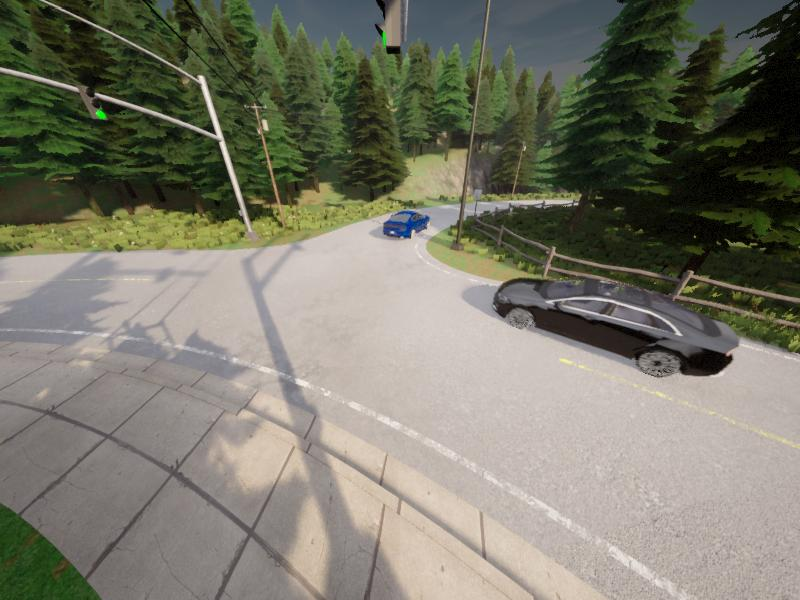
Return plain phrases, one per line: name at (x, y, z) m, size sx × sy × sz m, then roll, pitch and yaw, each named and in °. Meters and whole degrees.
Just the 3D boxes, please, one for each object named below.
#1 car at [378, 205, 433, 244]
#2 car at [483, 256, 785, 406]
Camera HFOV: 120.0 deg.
car at (0.579, -5.501, 16.354) m, size 1.882 × 1.535 × 5.008 m, roll 13°, pitch 32°, yaw 22°
car at (5.179, 0.299, 6.281) m, size 4.902 × 1.511 × 2.128 m, roll 21°, pitch 36°, yaw 32°
